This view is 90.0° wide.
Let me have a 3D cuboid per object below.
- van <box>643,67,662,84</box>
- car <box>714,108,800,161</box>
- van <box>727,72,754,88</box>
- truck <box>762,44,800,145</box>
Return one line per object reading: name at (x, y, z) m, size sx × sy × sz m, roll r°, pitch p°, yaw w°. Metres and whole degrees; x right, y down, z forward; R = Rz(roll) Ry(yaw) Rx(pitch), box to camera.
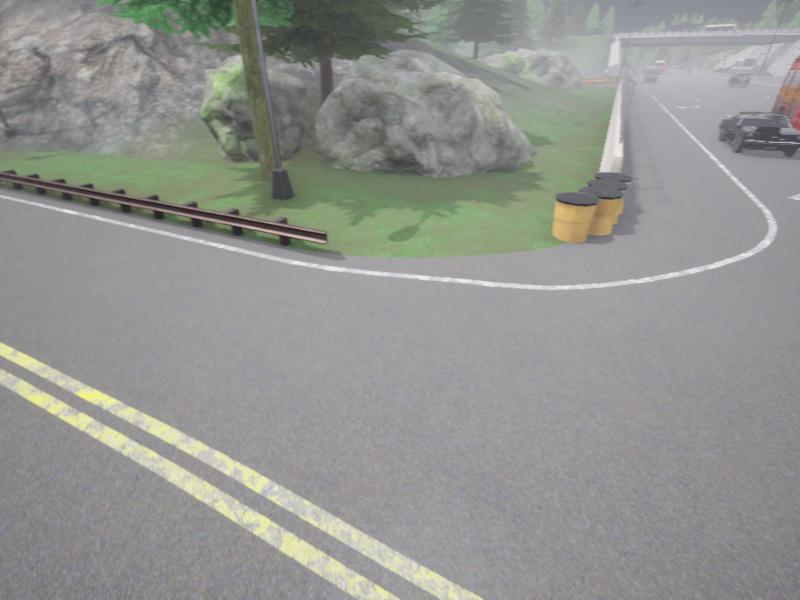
van at (46.689, -41.687, 74.113) m, size 1.988 × 2.561 × 5.915 m, roll 13°, pitch 33°, yaw 22°
car at (14.538, -6.846, 16.235) m, size 1.895 × 1.301 × 4.718 m, roll 13°, pitch 33°, yaw 22°
van at (49.473, -32.059, 58.205) m, size 1.775 × 1.987 × 4.442 m, roll 13°, pitch 33°, yaw 22°
truck at (19.140, -8.747, 16.921) m, size 2.891 × 3.827 × 8.468 m, roll 13°, pitch 33°, yaw 22°
